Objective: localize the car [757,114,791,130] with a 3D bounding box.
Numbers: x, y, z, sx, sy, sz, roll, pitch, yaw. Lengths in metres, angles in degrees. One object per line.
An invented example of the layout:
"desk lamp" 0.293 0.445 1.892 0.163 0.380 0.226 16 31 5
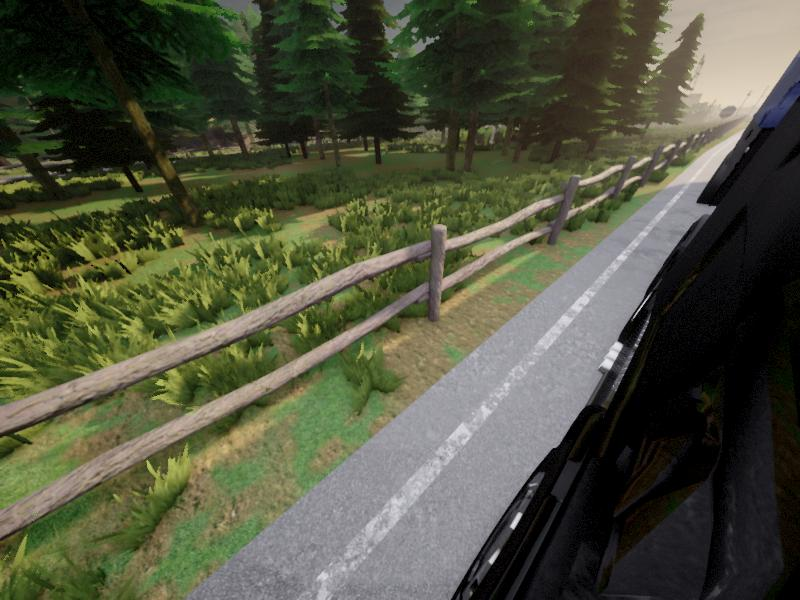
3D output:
"car" 51.298 -24.444 31.732 3.988 1.617 1.851 -27 43 -29

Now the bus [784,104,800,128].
"bus" 59.750 -27.211 32.690 10.273 4.253 3.944 -27 43 -29

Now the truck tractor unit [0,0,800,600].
"truck tractor unit" 2.645 -0.295 0.351 6.516 4.208 3.053 -28 44 -30

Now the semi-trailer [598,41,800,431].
"semi-trailer" 8.687 -3.614 4.237 14.254 4.402 2.717 -28 44 -30
